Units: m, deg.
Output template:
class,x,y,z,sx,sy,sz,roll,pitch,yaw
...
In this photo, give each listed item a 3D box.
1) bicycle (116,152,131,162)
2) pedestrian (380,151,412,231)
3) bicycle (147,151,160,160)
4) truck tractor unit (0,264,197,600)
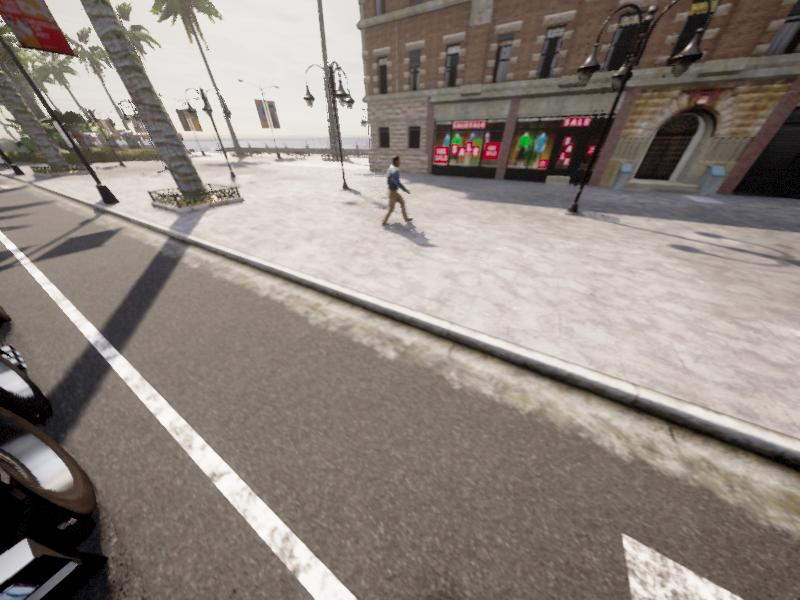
class,x,y,z,sx,sy,sz,roll,pitch,yaw
bicycle,-35.053,-18.178,29.299,1.643,1.024,0.373,18,39,24
pedestrian,-0.117,-2.946,6.303,0.751,1.860,0.751,-3,35,-4
bicycle,-33.573,-19.686,31.454,1.643,1.024,0.373,18,39,24
truck tractor unit,-5.111,-0.301,0.784,6.516,4.208,3.053,18,39,24
